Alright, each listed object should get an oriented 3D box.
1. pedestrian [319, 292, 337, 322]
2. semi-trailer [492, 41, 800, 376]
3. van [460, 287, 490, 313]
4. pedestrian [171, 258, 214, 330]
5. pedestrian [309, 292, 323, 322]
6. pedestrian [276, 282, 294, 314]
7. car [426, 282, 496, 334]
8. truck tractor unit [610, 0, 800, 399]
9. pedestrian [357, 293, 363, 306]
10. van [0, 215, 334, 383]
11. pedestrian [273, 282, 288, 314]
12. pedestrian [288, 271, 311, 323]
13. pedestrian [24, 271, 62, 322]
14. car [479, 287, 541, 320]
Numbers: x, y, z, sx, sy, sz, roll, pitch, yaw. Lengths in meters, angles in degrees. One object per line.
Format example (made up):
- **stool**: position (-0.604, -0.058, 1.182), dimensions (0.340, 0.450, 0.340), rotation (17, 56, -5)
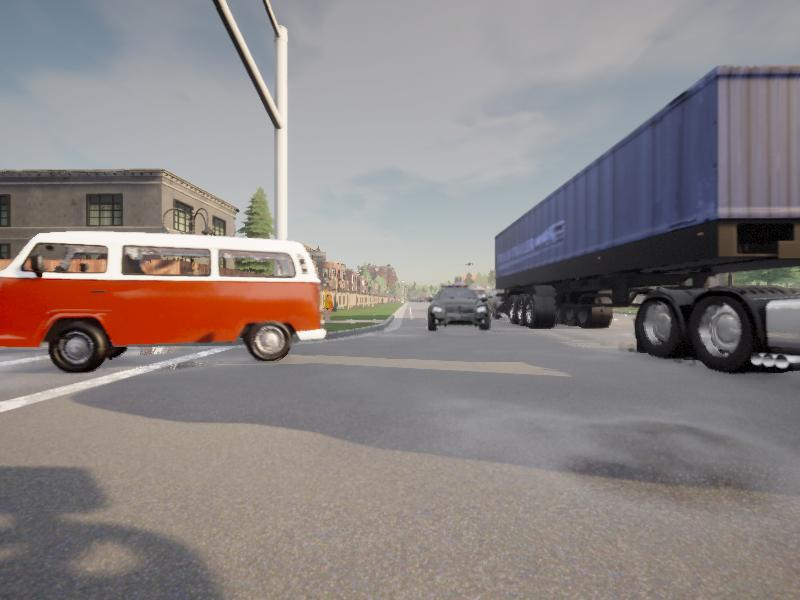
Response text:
- **pedestrian**: position (-2.740, 0.265, 15.241), dimensions (0.500, 1.100, 0.500), rotation (0, 0, -38)
- **semi-trailer**: position (5.696, -1.217, 12.373), dimensions (2.717, 4.402, 14.254), rotation (0, 0, 1)
- **van**: position (6.158, -0.003, 33.417), dimensions (1.775, 1.987, 4.442), rotation (0, 0, 1)
- **pedestrian**: position (-5.536, -0.145, 10.714), dimensions (0.751, 1.860, 0.751), rotation (0, 0, 1)
- **pedestrian**: position (-3.117, 0.265, 14.856), dimensions (0.500, 1.100, 0.500), rotation (0, 0, -15)
- **pedestrian**: position (-6.805, -0.115, 23.717), dimensions (0.751, 1.860, 0.751), rotation (0, 0, 10)
- **car**: position (2.000, 0.225, 14.315), dimensions (2.038, 1.542, 4.974), rotation (0, 0, 5)
- **truck tractor unit**: position (5.524, -1.118, 4.462), dimensions (3.053, 4.208, 6.516), rotation (0, 0, 1)
- **pedestrian**: position (-5.660, -0.114, 57.032), dimensions (0.751, 1.860, 0.751), rotation (0, 0, 1)
- **van**: position (-3.560, -0.027, 6.544), dimensions (4.480, 2.038, 2.069), rotation (0, 1, -24)
- **pedestrian**: position (-6.904, -0.115, 23.148), dimensions (0.751, 1.860, 0.751), rotation (0, 0, -10)
- **pedestrian**: position (-3.707, -0.115, 14.694), dimensions (0.751, 1.860, 0.751), rotation (0, 0, -20)
- **pedestrian**: position (-13.330, -0.114, 14.951), dimensions (0.751, 1.860, 0.751), rotation (0, 0, 2)
- **car**: position (5.914, 0.180, 22.275), dimensions (2.152, 1.651, 5.027), rotation (0, 0, 1)
